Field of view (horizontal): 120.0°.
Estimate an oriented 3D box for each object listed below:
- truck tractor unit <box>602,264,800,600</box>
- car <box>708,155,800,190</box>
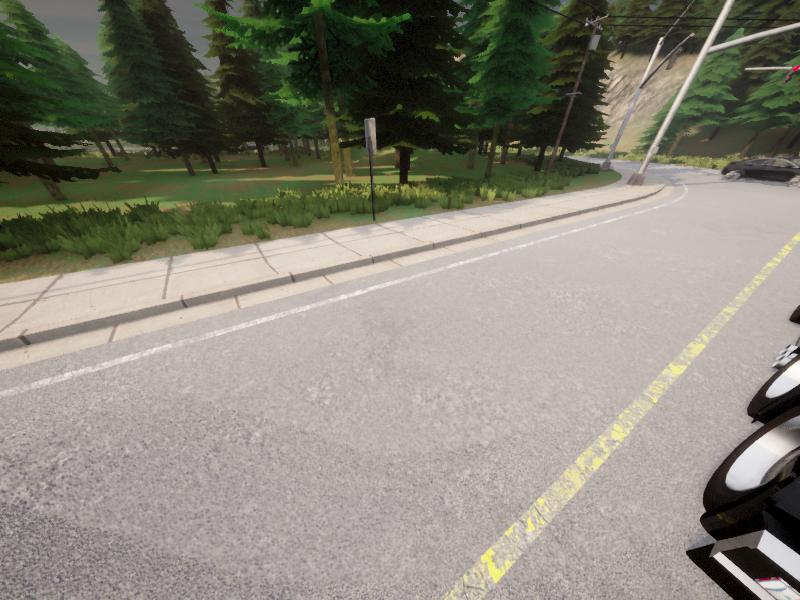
[{"bbox_3d":[5.109,-0.303,0.782,6.516,4.208,3.053,-18,39,-24],"label":"truck tractor unit"},{"bbox_3d":[23.745,-8.077,14.469,2.128,1.511,4.902,-5,35,-7],"label":"car"}]
